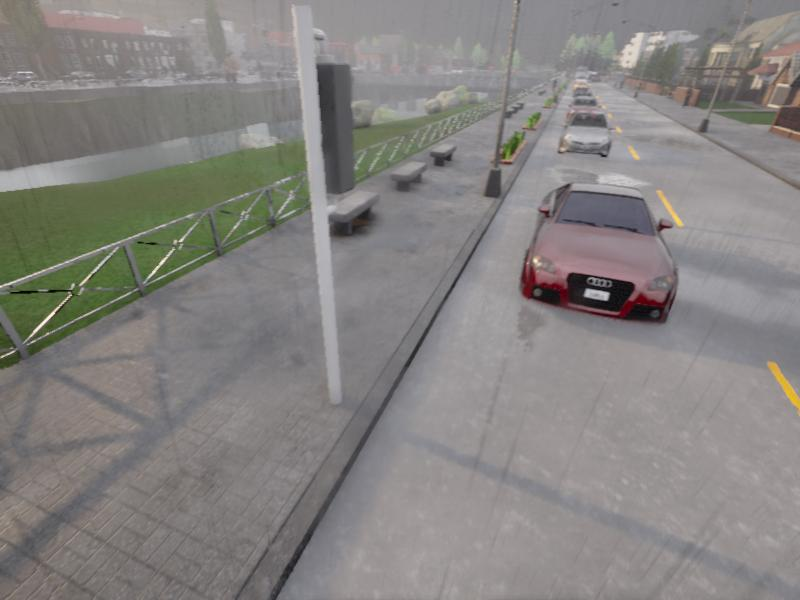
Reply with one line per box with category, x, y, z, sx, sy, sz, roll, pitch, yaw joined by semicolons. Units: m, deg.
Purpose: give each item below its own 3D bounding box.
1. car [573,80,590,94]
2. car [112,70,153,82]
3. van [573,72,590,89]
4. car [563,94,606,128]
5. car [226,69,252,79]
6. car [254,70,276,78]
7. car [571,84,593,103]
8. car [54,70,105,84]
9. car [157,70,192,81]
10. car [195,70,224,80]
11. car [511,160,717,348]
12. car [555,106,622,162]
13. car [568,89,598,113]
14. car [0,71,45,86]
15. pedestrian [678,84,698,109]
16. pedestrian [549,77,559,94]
car;25.744;-30.266;56.861;1.882;1.535;5.008;12;32;18
car;-41.766;-35.131;62.683;2.033;1.649;4.856;12;32;18
van;32.852;-39.837;72.505;2.351;2.431;6.366;12;32;18
car;11.815;-12.256;25.746;2.007;1.525;4.514;12;32;18
car;-33.040;-46.421;82.202;1.930;1.638;5.238;12;32;18
car;-30.036;-50.251;88.959;1.837;1.490;4.892;12;32;18
car;19.419;-22.089;42.737;1.845;1.501;3.633;12;32;18
car;-44.743;-31.275;56.025;1.930;1.638;5.238;12;32;18
car;-38.891;-38.829;69.131;2.038;1.542;4.974;12;32;18
car;-35.965;-42.592;75.687;1.882;1.535;5.008;12;32;18
car;3.280;-1.154;6.717;1.994;1.385;4.181;12;32;18
car;7.866;-7.148;16.920;2.007;1.525;4.514;12;32;18
car;15.241;-16.662;33.412;1.816;1.474;4.193;12;32;18
car;-47.452;-27.700;50.011;1.970;1.475;3.806;12;32;18
pedestrian;25.555;-18.070;35.532;0.751;1.860;0.751;12;32;17
pedestrian;20.166;-28.026;52.285;0.751;1.860;0.751;19;35;27
